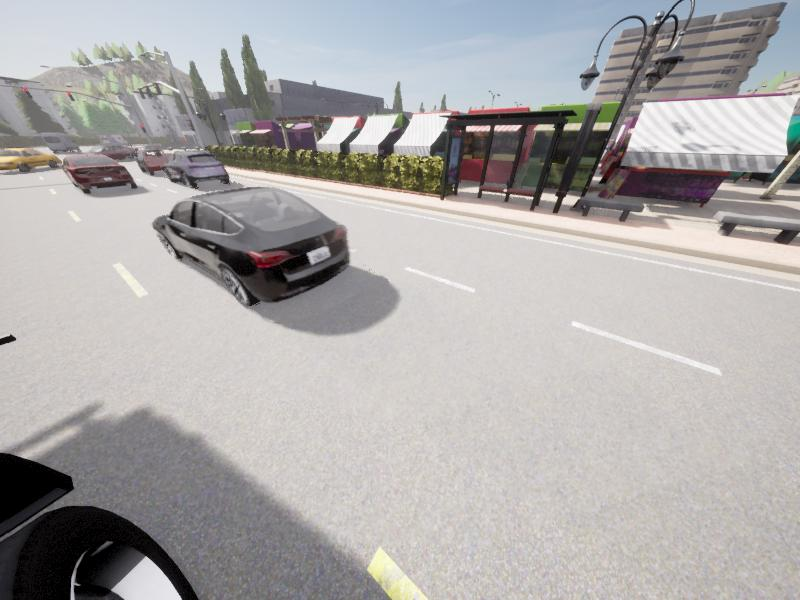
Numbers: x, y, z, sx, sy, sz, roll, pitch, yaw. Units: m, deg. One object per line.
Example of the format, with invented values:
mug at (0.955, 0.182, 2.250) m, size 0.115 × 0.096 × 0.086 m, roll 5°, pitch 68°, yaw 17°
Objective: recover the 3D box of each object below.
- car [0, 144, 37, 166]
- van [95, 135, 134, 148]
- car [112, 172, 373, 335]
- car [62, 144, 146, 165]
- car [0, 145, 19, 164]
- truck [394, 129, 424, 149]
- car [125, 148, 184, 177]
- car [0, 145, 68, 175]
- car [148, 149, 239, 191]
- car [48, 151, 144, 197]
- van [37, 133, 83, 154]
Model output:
car at (-36.672, -12.516, 20.055) m, size 1.801 × 1.575 × 5.366 m, roll 24°, pitch 41°, yaw 29°
van at (-67.210, -37.544, 54.618) m, size 2.351 × 2.431 × 6.366 m, roll -8°, pitch 36°, yaw -11°
car at (-3.136, -1.421, 4.622) m, size 4.792 × 1.488 × 2.163 m, roll 22°, pitch 41°, yaw 28°
car at (-30.242, -15.125, 23.885) m, size 2.163 × 1.488 × 4.792 m, roll 7°, pitch 36°, yaw 9°
car at (-39.849, -13.385, 21.386) m, size 1.812 × 1.442 × 4.674 m, roll 23°, pitch 41°, yaw 29°
truck at (2.300, -39.688, 56.919) m, size 2.891 × 3.827 × 8.468 m, roll 23°, pitch 41°, yaw 29°
car at (-17.699, -10.007, 16.664) m, size 3.633 × 1.501 × 1.845 m, roll 25°, pitch 42°, yaw 31°
car at (-28.663, -10.602, 17.391) m, size 1.801 × 1.575 × 5.366 m, roll -14°, pitch 38°, yaw -19°
car at (-11.582, -7.435, 12.970) m, size 4.856 × 1.649 × 2.033 m, roll 22°, pitch 41°, yaw 28°
car at (-15.543, -6.563, 11.787) m, size 5.008 × 1.535 × 1.882 m, roll 23°, pitch 41°, yaw 28°
van at (-54.160, -25.150, 36.993) m, size 1.988 × 2.561 × 5.915 m, roll -23°, pitch 41°, yaw -29°
